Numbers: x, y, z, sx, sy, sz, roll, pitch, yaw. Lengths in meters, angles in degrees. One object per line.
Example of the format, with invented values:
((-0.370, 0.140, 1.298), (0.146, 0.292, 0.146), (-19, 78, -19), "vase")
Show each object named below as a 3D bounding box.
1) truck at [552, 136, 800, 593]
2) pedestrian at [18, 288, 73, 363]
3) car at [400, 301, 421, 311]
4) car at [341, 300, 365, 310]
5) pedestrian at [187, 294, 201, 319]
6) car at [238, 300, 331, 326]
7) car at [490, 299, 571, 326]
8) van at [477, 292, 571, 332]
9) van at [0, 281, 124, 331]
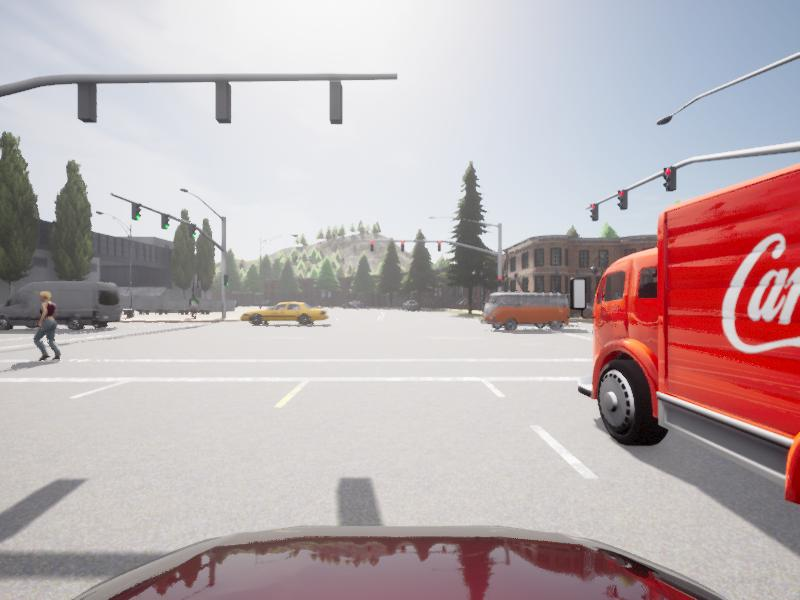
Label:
((3.467, 0.353, 2.993), (2.627, 2.467, 5.204), (0, 0, -1), "truck")
((-9.140, 0.636, 10.344), (0.751, 1.860, 0.751), (0, 0, 1), "pedestrian")
((1.471, 0.850, 57.562), (1.970, 1.475, 3.806), (0, 0, -13), "car")
((-8.466, 0.902, 71.882), (2.152, 1.651, 5.027), (0, 0, -35), "car")
((-15.483, 0.483, 30.011), (0.751, 1.860, 0.751), (0, 0, -10), "pedestrian")
((-7.198, 0.800, 25.235), (5.366, 1.575, 1.801), (0, 0, -1), "car")
((8.360, 0.777, 26.095), (4.856, 1.649, 2.033), (0, 1, 12), "car")
((6.475, 0.598, 21.025), (4.442, 1.987, 1.775), (0, 0, -12), "van")
((-18.561, 0.321, 21.606), (5.915, 2.561, 1.988), (0, 0, -1), "van")
